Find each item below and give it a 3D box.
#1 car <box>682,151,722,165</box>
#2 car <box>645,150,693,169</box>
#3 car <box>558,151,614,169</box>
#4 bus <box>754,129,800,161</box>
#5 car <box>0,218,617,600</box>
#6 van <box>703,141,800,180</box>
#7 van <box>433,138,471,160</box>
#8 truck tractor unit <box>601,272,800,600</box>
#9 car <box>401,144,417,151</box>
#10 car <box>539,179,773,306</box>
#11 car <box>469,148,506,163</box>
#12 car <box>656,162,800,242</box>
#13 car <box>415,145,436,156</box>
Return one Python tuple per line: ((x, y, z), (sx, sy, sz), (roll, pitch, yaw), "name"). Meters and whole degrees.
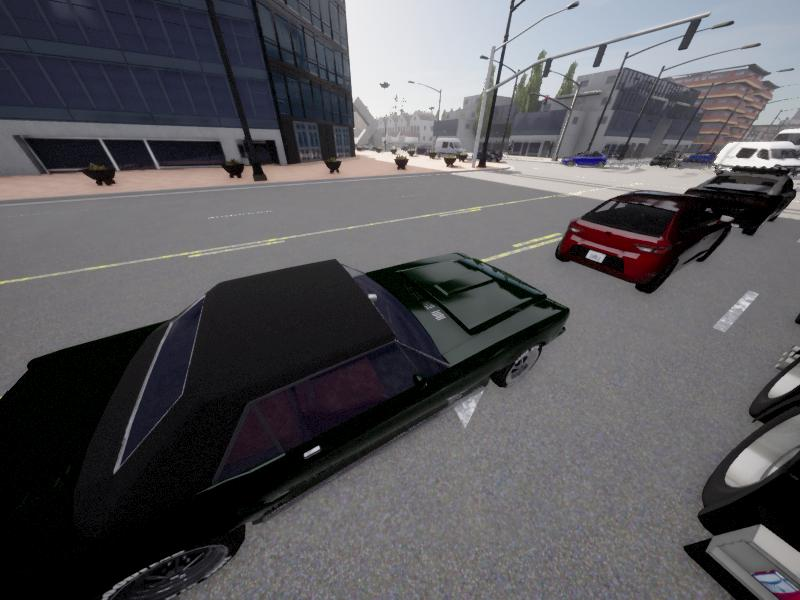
((42.136, -19.835, 32.239), (5.008, 1.535, 1.882), (-17, 38, -24), "car")
((31.891, -16.711, 27.381), (5.238, 1.638, 1.930), (-17, 38, -24), "car")
((20.283, -15.494, 25.438), (4.193, 1.474, 1.816), (11, 37, 14), "car")
((66.585, -26.515, 39.350), (10.273, 4.253, 3.944), (-18, 39, -23), "bus")
((-0.486, 0.415, 2.264), (4.718, 1.301, 1.895), (-18, 39, -24), "car")
((31.473, -12.423, 20.340), (1.988, 2.561, 5.915), (5, 34, 9), "van")
((7.759, -23.165, 35.290), (1.988, 2.561, 5.915), (-17, 38, -24), "van")
((5.122, -0.289, 0.764), (6.516, 4.208, 3.053), (-18, 39, -24), "truck tractor unit")
((2.475, -41.213, 62.456), (2.033, 1.411, 5.357), (18, 38, 23), "car")
((5.384, -1.535, 4.957), (4.193, 1.474, 1.816), (-18, 39, -24), "car")
((11.380, -18.977, 30.233), (1.816, 1.474, 4.193), (-17, 38, -24), "car")
((11.381, -3.492, 7.707), (5.238, 1.638, 1.930), (-18, 39, -24), "car")
((4.437, -26.085, 40.340), (1.845, 1.501, 3.633), (-17, 39, -25), "car")
